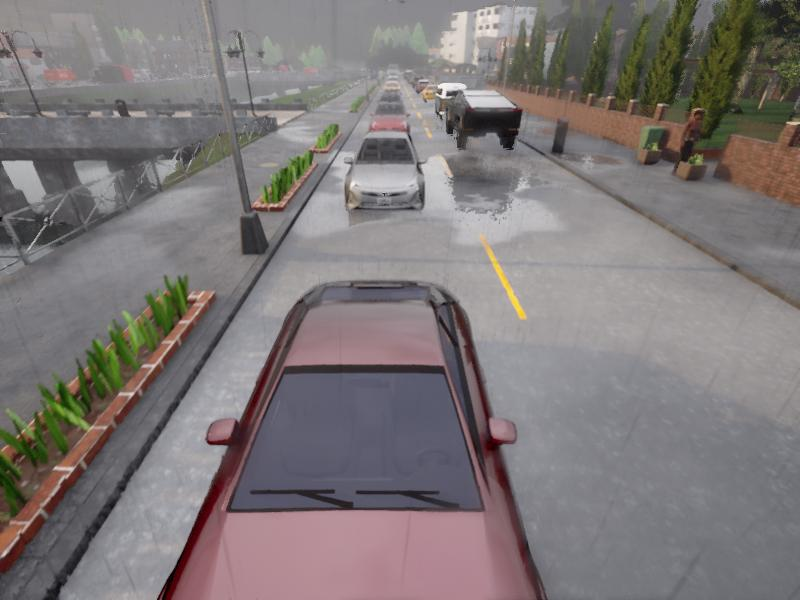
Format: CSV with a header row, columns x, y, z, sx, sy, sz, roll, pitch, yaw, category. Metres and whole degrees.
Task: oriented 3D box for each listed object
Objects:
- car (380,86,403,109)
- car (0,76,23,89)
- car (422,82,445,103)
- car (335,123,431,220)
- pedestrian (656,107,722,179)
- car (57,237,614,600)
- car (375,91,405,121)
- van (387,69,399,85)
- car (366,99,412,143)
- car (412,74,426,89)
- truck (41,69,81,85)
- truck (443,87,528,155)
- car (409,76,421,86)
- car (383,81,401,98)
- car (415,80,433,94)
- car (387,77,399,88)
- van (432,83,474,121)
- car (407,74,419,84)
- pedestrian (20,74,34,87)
x,y,z,sx,sy,sz,roll,pitch,yaw,category
-0.719,-17.344,34.129,1.845,1.501,3.633,0,31,-1,car
-62.826,-34.320,63.099,2.038,1.542,4.974,0,30,-1,car
3.195,-20.444,39.379,1.801,1.575,5.366,0,30,0,car
-0.363,-3.608,10.655,2.007,1.525,4.514,0,30,0,car
8.461,-4.615,11.790,0.751,1.860,0.751,-4,31,-7,pedestrian
-0.235,0.950,3.020,1.994,1.385,4.181,0,30,0,car
-0.654,-13.105,26.942,1.816,1.474,4.193,-1,30,-1,car
-1.329,-43.218,77.466,2.351,2.431,6.366,0,30,-1,van
-0.479,-8.987,19.852,2.007,1.525,4.514,0,30,0,car
2.892,-33.736,61.811,1.932,1.855,4.605,0,30,-1,car
-62.994,-41.533,74.557,2.627,2.467,5.204,0,30,-1,truck
3.497,-8.202,17.940,2.390,2.098,6.274,0,30,-1,truck
2.734,-40.184,73.316,1.994,1.385,4.181,0,30,-1,car
-0.875,-23.872,45.285,1.882,1.535,5.008,0,30,-1,car
3.027,-27.518,51.577,1.970,1.475,3.806,0,30,-1,car
-1.174,-36.303,66.681,1.994,1.385,4.181,0,30,-1,car
3.376,-13.232,26.587,2.069,2.038,4.480,0,30,-1,van
2.622,-44.967,81.349,2.242,1.667,4.611,0,30,-1,car
-58.753,-34.584,63.030,0.751,1.860,0.751,-2,30,-3,pedestrian
